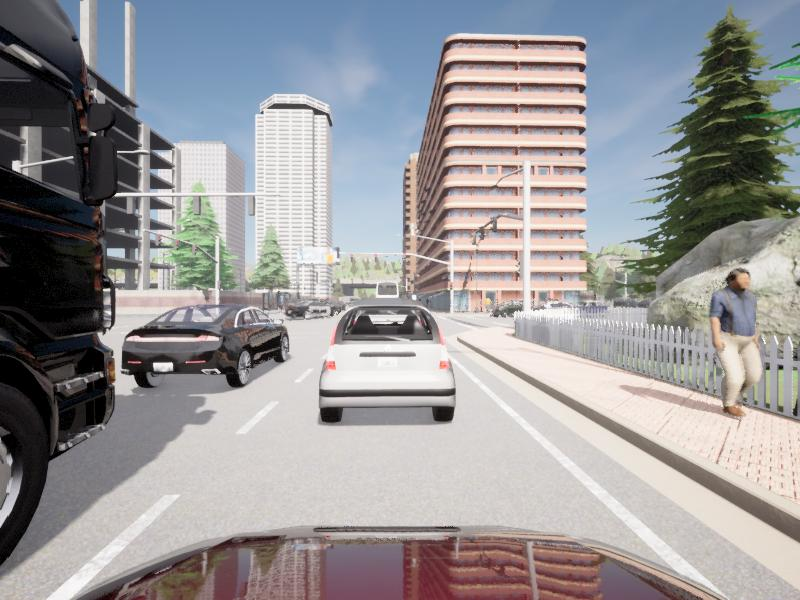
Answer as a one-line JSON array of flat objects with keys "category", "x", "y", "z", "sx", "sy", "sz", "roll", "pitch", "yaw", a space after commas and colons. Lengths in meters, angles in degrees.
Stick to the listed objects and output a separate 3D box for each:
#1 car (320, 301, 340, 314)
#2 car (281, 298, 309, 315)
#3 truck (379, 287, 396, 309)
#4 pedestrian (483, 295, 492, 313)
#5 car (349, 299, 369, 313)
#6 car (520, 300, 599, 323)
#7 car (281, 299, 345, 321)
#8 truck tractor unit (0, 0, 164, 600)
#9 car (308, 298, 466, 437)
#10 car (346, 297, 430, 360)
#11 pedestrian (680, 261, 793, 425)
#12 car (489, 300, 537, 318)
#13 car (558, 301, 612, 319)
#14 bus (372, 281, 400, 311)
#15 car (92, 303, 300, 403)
[{"category": "car", "x": -8.566, "y": 0.844, "z": 49.348, "sx": 1.837, "sy": 1.490, "sz": 4.892, "roll": 0, "pitch": 0, "yaw": -2}, {"category": "car", "x": -11.956, "y": 0.694, "z": 45.747, "sx": 2.097, "sy": 1.767, "sz": 4.553, "roll": 0, "pitch": 0, "yaw": -2}, {"category": "truck", "x": -2.345, "y": -0.325, "z": 74.066, "sx": 2.891, "sy": 3.827, "sz": 8.468, "roll": 0, "pitch": 0, "yaw": -2}, {"category": "pedestrian", "x": 9.001, "y": 0.429, "z": 41.167, "sx": 0.751, "sy": 1.860, "sz": 0.751, "roll": 0, "pitch": 0, "yaw": 34}, {"category": "car", "x": -5.143, "y": 0.756, "z": 51.295, "sx": 2.242, "sy": 1.667, "sz": 4.611, "roll": 0, "pitch": 0, "yaw": -2}, {"category": "car", "x": 11.369, "y": 0.771, "z": 28.611, "sx": 4.974, "sy": 1.542, "sz": 2.038, "roll": 0, "pitch": 0, "yaw": -11}, {"category": "car", "x": -7.120, "y": 0.757, "z": 33.339, "sx": 1.930, "sy": 1.638, "sz": 5.238, "roll": 1, "pitch": 1, "yaw": 37}, {"category": "truck tractor unit", "x": -3.403, "y": -0.516, "z": 0.105, "sx": 3.053, "sy": 4.208, "sz": 6.516, "roll": 0, "pitch": 0, "yaw": -3}, {"category": "car", "x": -0.207, "y": 0.788, "z": 6.686, "sx": 1.851, "sy": 1.617, "sz": 3.988, "roll": 0, "pitch": 0, "yaw": -2}, {"category": "car", "x": -0.383, "y": 0.756, "z": 12.936, "sx": 2.242, "sy": 1.667, "sz": 4.611, "roll": 0, "pitch": 0, "yaw": -2}, {"category": "pedestrian", "x": 4.087, "y": 0.485, "z": 4.918, "sx": 0.751, "sy": 1.860, "sz": 0.751, "roll": 0, "pitch": 0, "yaw": -1}, {"category": "car", "x": 10.037, "y": 0.759, "z": 35.522, "sx": 3.705, "sy": 1.549, "sz": 1.789, "roll": 0, "pitch": 0, "yaw": -14}, {"category": "car", "x": 15.441, "y": 0.798, "z": 33.417, "sx": 3.806, "sy": 1.475, "sz": 1.970, "roll": 0, "pitch": 0, "yaw": -22}, {"category": "bus", "x": -2.067, "y": -0.533, "z": 61.354, "sx": 3.944, "sy": 4.253, "sz": 10.273, "roll": 0, "pitch": 0, "yaw": -2}, {"category": "car", "x": -3.774, "y": 0.836, "z": 8.674, "sx": 2.128, "sy": 1.511, "sz": 4.902, "roll": 0, "pitch": 0, "yaw": -2}]
